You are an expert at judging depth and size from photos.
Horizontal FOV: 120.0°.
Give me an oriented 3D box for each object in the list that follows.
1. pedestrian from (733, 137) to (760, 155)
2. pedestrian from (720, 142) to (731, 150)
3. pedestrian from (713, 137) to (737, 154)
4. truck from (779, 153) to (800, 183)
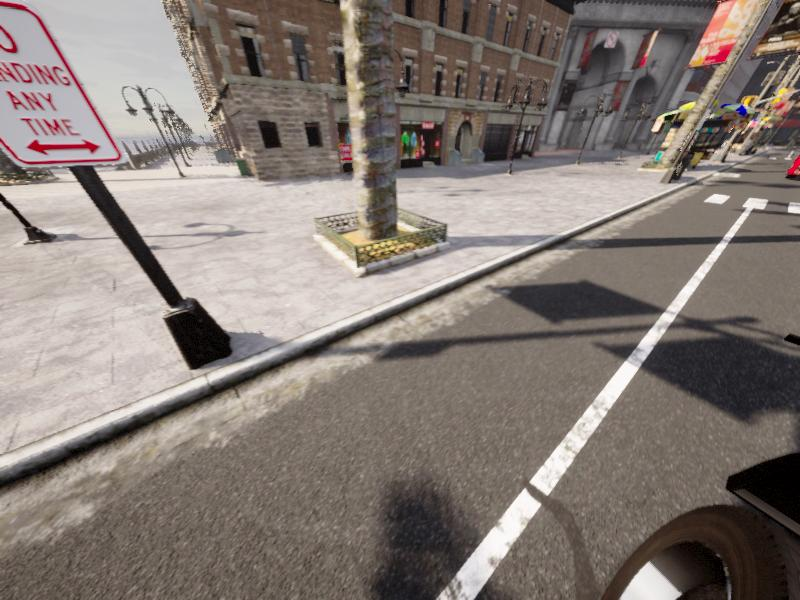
[{"bbox_3d":[42.103,-18.701,28.089,0.751,1.860,0.751,-2,35,-2],"label":"pedestrian"},{"bbox_3d":[54.480,-25.784,38.668,0.500,1.100,0.500,-22,41,-28],"label":"pedestrian"},{"bbox_3d":[42.630,-20.265,30.299,0.751,1.860,0.751,0,35,1],"label":"pedestrian"},{"bbox_3d":[26.586,-9.275,13.480,8.468,3.827,2.891,-22,41,-28],"label":"truck"}]
